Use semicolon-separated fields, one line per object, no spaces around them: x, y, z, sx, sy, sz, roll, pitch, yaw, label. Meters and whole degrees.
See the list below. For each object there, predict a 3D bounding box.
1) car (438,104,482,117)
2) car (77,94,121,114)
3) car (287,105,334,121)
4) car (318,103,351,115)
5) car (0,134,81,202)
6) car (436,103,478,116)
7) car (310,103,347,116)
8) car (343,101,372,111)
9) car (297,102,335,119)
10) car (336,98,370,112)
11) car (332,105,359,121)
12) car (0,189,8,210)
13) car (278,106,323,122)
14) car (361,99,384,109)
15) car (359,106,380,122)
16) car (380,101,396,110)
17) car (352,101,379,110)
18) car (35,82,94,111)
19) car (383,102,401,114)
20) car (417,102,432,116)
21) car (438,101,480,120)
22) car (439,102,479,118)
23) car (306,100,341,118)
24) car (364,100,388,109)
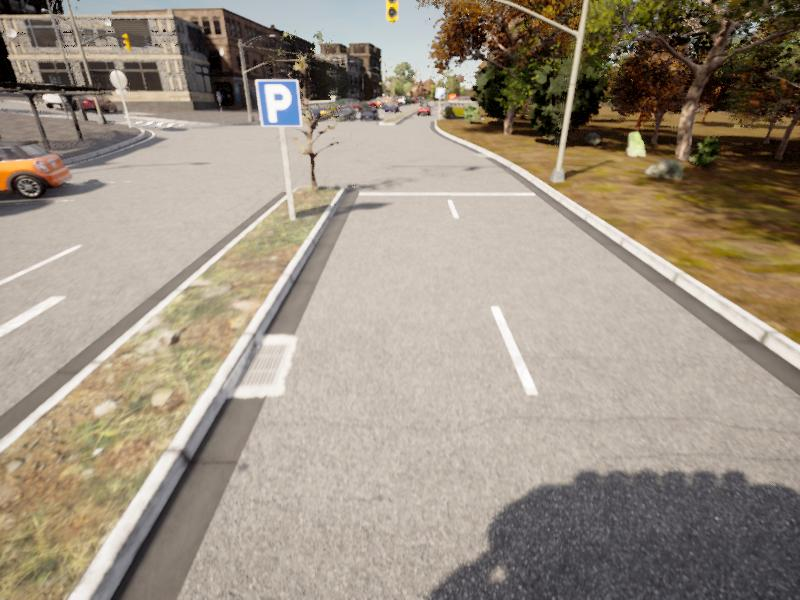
8.059;-25.642;54.063;5.366;1.575;1.946;-6;28;-12;car
-28.270;-18.495;37.756;2.002;1.452;4.674;-4;26;-20;car
-10.931;-23.026;49.103;5.366;1.575;1.946;-8;28;-13;car
-9.798;-28.476;59.751;4.674;1.452;2.002;-7;28;-11;car
-13.671;-4.221;12.891;4.553;1.767;2.185;-10;29;-17;car
8.035;-26.955;56.594;5.366;1.575;1.946;-6;28;-12;car
-10.164;-27.135;57.071;4.892;1.521;2.231;-7;28;-12;car
-7.771;-35.387;73.034;5.008;1.535;2.097;-6;27;-10;car
-10.844;-24.487;51.672;4.553;1.767;2.185;-8;28;-12;car
-8.186;-34.242;70.271;5.566;2.045;2.435;-6;27;-10;car
-6.430;-22.437;47.967;2.128;1.511;4.902;2;27;5;car
-13.639;-2.949;10.196;4.442;1.987;1.878;-10;28;-17;car
-11.570;-21.614;46.464;4.792;1.488;2.163;-8;28;-13;car
-5.790;-40.973;83.566;4.553;1.767;2.185;-6;28;-9;car
-3.529;-21.841;46.838;1.816;1.474;4.193;2;27;5;car
-2.254;-37.364;76.943;2.033;1.411;5.357;4;28;8;car
-6.819;-38.125;78.330;5.008;1.535;2.097;-6;28;-9;car
-31.265;-19.020;37.545;2.435;2.045;5.566;-4;26;-20;car
-1.247;-31.117;64.765;2.163;1.488;4.792;3;28;6;car
3.594;-27.816;58.217;1.851;1.617;3.988;3;28;6;car
7.152;-23.100;48.662;4.442;1.987;1.878;-6;28;-13;car
7.529;-24.376;51.346;4.553;1.767;2.185;-6;28;-12;car
-10.385;-25.974;54.326;4.442;1.987;1.878;-7;28;-12;car
-5.271;-42.227;86.267;4.892;1.521;2.231;-5;28;-8;car
